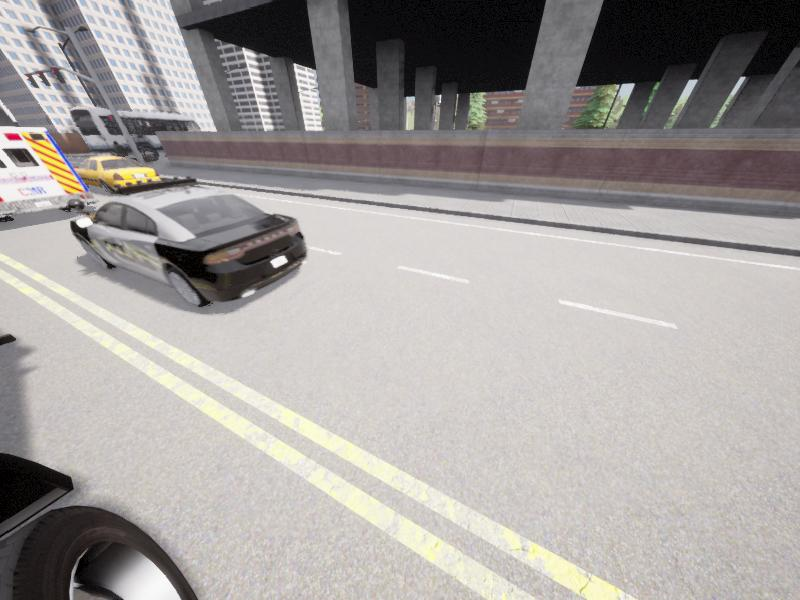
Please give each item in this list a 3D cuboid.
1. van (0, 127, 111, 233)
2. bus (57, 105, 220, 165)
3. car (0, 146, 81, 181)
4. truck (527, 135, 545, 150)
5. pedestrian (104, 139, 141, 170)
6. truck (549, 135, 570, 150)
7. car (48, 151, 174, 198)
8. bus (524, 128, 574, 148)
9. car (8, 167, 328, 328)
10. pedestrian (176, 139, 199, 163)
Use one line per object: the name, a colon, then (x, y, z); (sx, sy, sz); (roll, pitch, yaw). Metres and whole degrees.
van: (-13.669, -4.249, 7.736); (6.366, 2.431, 2.351); (15, 38, 20)
bus: (-26.330, -17.430, 24.755); (3.944, 4.253, 10.273); (9, 36, 14)
car: (-24.005, -8.937, 14.971); (4.611, 1.667, 2.242); (15, 38, 20)
truck: (29.426, -34.066, 49.951); (2.615, 2.467, 5.204); (15, 38, 20)
pedestrian: (-20.170, -10.565, 16.830); (0.751, 1.860, 0.751); (8, 36, 11)
truck: (33.337, -33.009, 48.477); (2.615, 2.467, 5.204); (15, 38, 20)
car: (-14.051, -6.228, 11.270); (5.366, 1.575, 1.801); (15, 38, 20)
bus: (39.966, -43.839, 62.592); (10.273, 4.253, 3.944); (15, 38, 20)
car: (-4.260, -1.400, 4.440); (5.238, 1.638, 1.930); (15, 38, 20)
pedestrian: (-20.295, -14.252, 22.057); (0.751, 1.860, 0.751); (18, 39, 24)
